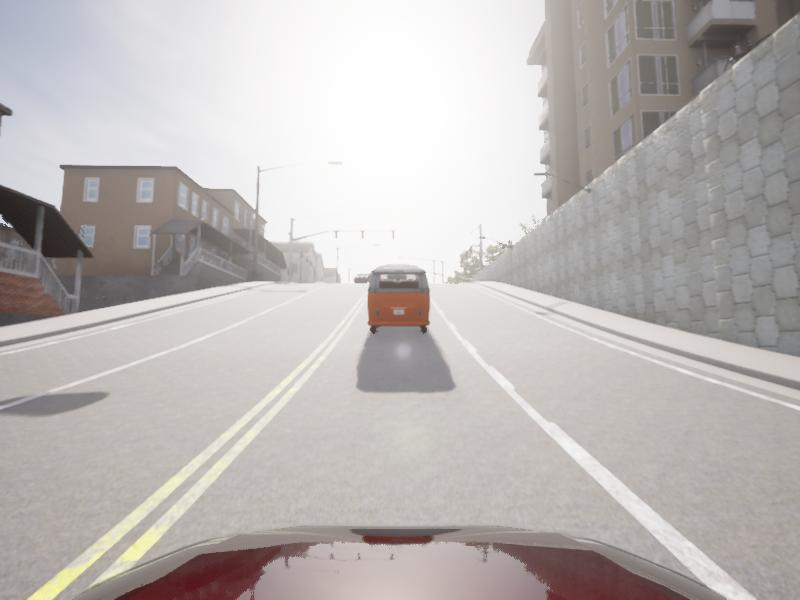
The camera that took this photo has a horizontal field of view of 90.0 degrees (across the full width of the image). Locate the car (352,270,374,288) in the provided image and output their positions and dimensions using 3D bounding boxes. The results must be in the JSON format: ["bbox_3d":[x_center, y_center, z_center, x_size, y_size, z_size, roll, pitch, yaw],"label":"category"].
[{"bbox_3d":[-3.772,-2.139,41.955,1.882,1.535,5.008,0,-1,0],"label":"car"}]

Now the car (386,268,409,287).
[{"bbox_3d":[-0.259,-2.181,39.351,2.128,1.511,4.902,0,-1,0],"label":"car"}]

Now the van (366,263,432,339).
[{"bbox_3d":[-0.051,-0.163,13.182,1.775,1.987,4.442,0,6,-1],"label":"van"}]
